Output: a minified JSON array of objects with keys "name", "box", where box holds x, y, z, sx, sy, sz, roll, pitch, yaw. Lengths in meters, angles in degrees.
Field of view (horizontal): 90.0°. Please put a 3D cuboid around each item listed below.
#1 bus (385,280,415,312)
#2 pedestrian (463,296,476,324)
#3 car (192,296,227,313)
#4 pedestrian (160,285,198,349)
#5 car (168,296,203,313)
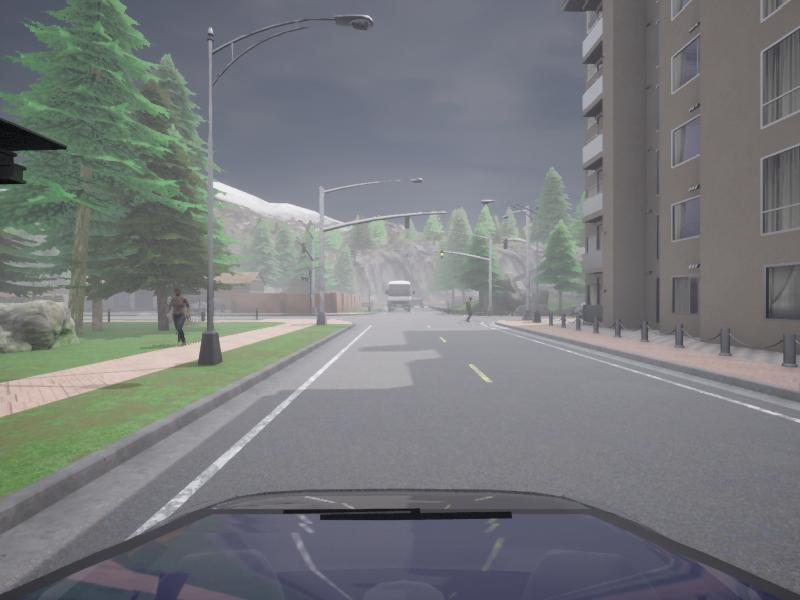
[{"name":"bus","box":[0.035,-0.534,57.845,3.944,4.253,10.273,0,0,0]},{"name":"pedestrian","box":[4.666,0.637,26.884,0.751,1.860,0.751,0,0,1]},{"name":"car","box":[-21.587,0.503,45.523,1.932,1.855,4.605,0,0,-1]},{"name":"pedestrian","box":[-6.591,0.485,11.963,0.751,1.860,0.751,0,0,-3]},{"name":"car","box":[-24.091,0.505,45.073,1.905,1.878,3.866,0,0,-1]}]
